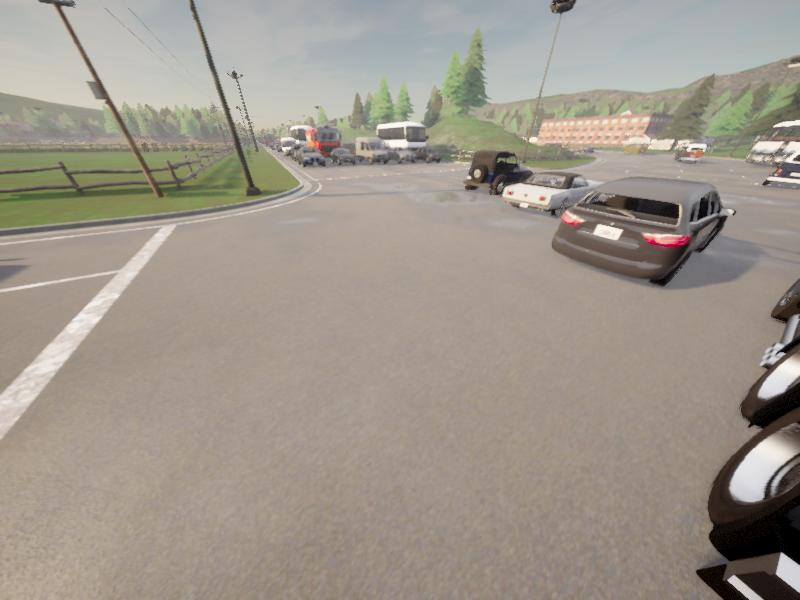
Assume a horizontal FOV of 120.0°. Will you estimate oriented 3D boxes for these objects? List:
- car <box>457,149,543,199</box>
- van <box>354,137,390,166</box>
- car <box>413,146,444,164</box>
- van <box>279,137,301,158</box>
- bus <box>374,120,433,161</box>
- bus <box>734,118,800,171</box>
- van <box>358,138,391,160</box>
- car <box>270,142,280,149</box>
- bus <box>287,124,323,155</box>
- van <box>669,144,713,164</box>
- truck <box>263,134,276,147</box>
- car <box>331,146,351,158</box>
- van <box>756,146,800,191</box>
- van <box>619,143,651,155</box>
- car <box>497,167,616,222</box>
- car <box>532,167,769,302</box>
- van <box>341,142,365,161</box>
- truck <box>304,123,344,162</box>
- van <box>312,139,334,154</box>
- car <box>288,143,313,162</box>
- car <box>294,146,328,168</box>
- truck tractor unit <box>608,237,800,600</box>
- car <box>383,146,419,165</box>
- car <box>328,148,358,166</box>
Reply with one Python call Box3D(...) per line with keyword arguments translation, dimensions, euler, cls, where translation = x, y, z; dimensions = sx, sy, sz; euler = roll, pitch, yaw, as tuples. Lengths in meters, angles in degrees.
Box3D(translation=(5.157, -6.642, 11.993), dimensions=(3.866, 1.878, 1.905), euler=(-22, 40, -28), cls="car")
Box3D(translation=(-3.287, -17.276, 26.692), dimensions=(1.988, 2.561, 5.915), euler=(-16, 38, -22), cls="van")
Box3D(translation=(3.482, -18.087, 28.738), dimensions=(1.851, 1.617, 3.988), euler=(-16, 38, -22), cls="car")
Box3D(translation=(-17.369, -24.140, 36.470), dimensions=(1.988, 2.561, 5.915), euler=(-16, 38, -22), cls="van")
Box3D(translation=(0.124, -23.037, 33.530), dimensions=(3.944, 4.253, 10.273), euler=(-16, 38, -22), cls="bus")
Box3D(translation=(42.422, -16.689, 24.730), dimensions=(3.944, 4.253, 10.273), euler=(24, 41, 28), cls="bus")
Box3D(translation=(-3.782, -22.108, 33.756), dimensions=(2.351, 2.431, 6.366), euler=(-16, 38, -22), cls="van")
Box3D(translation=(-35.239, -43.483, 65.012), dimensions=(1.930, 1.638, 5.238), euler=(-16, 38, -22), cls="car")
Box3D(translation=(-17.875, -29.891, 43.267), dimensions=(3.944, 4.253, 10.273), euler=(-16, 38, -22), cls="bus")
Box3D(translation=(38.391, -19.481, 30.669), dimensions=(2.069, 2.038, 4.480), euler=(22, 40, 26), cls="van")
Box3D(translation=(-46.810, -57.145, 82.698), dimensions=(2.891, 3.827, 8.468), euler=(-16, 38, -22), cls="truck")
Box3D(translation=(-9.461, -23.639, 36.781), dimensions=(1.812, 1.442, 4.674), euler=(-16, 38, -22), cls="car")
Box3D(translation=(24.642, -8.124, 14.169), dimensions=(4.480, 2.038, 2.069), euler=(-22, 43, -28), cls="van")
Box3D(translation=(49.076, -31.669, 48.387), dimensions=(1.775, 1.987, 4.442), euler=(1, 35, 1), cls="van")
Box3D(translation=(6.350, -4.423, 9.325), dimensions=(4.718, 1.301, 1.895), euler=(-22, 40, -28), cls="car")
Box3D(translation=(5.723, -1.905, 5.358), dimensions=(4.611, 1.667, 2.242), euler=(-21, 40, -27), cls="car")
Box3D(translation=(-6.480, -20.571, 31.903), dimensions=(1.775, 1.987, 4.442), euler=(-16, 38, -22), cls="van")
Box3D(translation=(-10.536, -21.467, 31.547), dimensions=(2.891, 3.827, 8.468), euler=(-16, 38, -22), cls="truck")
Box3D(translation=(-15.354, -30.537, 45.817), dimensions=(2.351, 2.431, 6.366), euler=(-16, 38, -22), cls="van")
Box3D(translation=(-12.646, -18.661, 29.190), dimensions=(1.932, 1.855, 4.605), euler=(-16, 38, -22), cls="car")
Box3D(translation=(-9.230, -14.810, 23.846), dimensions=(2.242, 1.667, 4.611), euler=(-16, 38, -23), cls="car")
Box3D(translation=(5.061, -0.345, 0.857), dimensions=(6.516, 4.208, 3.053), euler=(-20, 39, -26), cls="truck tractor unit")
Box3D(translation=(0.003, -17.603, 27.997), dimensions=(2.152, 1.651, 5.027), euler=(-16, 38, -22), cls="car")
Box3D(translation=(-6.382, -15.927, 25.636), dimensions=(1.837, 1.490, 4.892), euler=(-16, 38, -22), cls="car")
